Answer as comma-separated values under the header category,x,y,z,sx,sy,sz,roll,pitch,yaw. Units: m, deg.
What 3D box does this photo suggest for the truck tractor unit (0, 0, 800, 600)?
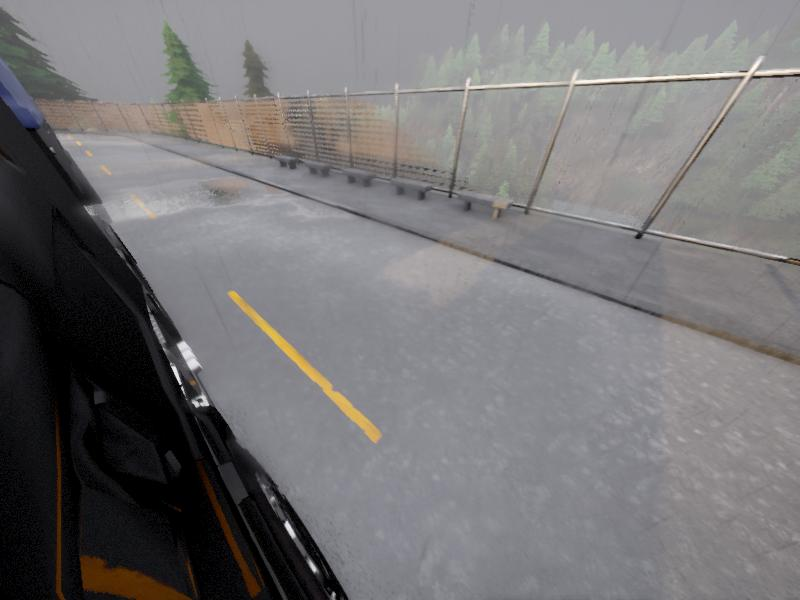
category,x,y,z,sx,sy,sz,roll,pitch,yaw
truck tractor unit,-2.645,-0.295,0.351,6.516,4.208,3.053,28,44,30

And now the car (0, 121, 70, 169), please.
category,x,y,z,sx,sy,sz,roll,pitch,yaw
car,-18.976,-7.988,11.697,5.238,1.638,1.930,28,44,30

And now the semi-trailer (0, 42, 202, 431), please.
category,x,y,z,sx,sy,sz,roll,pitch,yaw
semi-trailer,-8.707,-3.606,4.211,14.254,4.402,2.717,28,44,30
